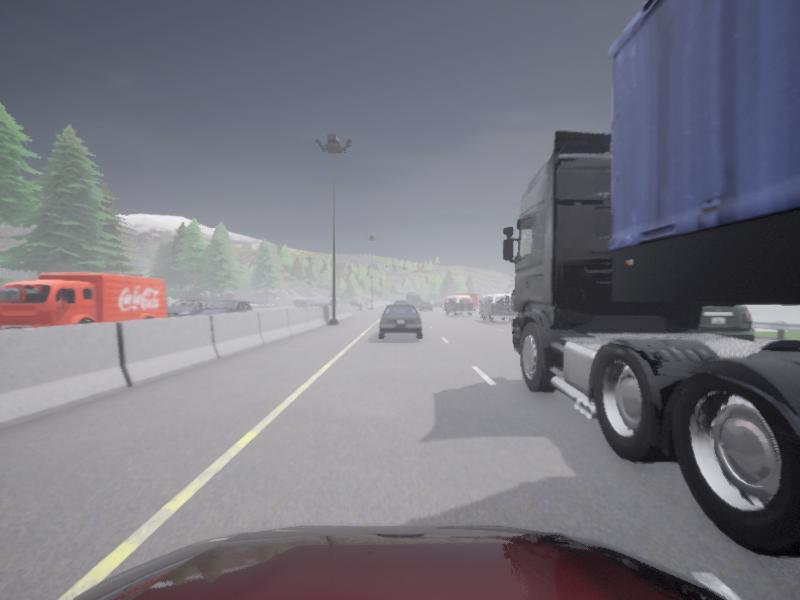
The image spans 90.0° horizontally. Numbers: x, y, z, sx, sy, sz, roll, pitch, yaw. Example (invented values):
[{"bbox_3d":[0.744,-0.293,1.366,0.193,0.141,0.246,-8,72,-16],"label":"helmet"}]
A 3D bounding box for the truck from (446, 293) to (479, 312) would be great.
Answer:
[{"bbox_3d":[8.445,0.326,54.511,2.627,2.467,5.204,0,0,-13],"label":"truck"}]

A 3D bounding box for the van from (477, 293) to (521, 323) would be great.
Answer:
[{"bbox_3d":[7.064,0.555,29.074,2.069,2.038,4.480,0,0,0],"label":"van"}]

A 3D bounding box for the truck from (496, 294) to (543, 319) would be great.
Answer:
[{"bbox_3d":[10.582,0.522,36.014,2.390,2.098,6.274,0,0,0],"label":"truck"}]

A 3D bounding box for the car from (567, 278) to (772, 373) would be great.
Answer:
[{"bbox_3d":[7.013,0.561,11.471,2.150,2.045,5.566,0,0,0],"label":"car"}]

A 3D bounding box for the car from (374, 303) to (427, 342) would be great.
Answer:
[{"bbox_3d":[0.032,0.885,17.841,2.033,1.411,5.357,0,0,0],"label":"car"}]

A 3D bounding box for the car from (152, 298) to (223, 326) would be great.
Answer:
[{"bbox_3d":[-13.941,0.741,26.649,2.242,1.667,4.611,0,0,0],"label":"car"}]

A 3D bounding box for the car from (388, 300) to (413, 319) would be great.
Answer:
[{"bbox_3d":[0.083,0.809,35.261,2.038,1.542,4.974,0,0,0],"label":"car"}]

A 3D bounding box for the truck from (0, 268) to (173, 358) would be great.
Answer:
[{"bbox_3d":[-10.483,0.349,13.538,2.627,2.467,5.204,0,0,0],"label":"truck"}]

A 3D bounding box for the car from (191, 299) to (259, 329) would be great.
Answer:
[{"bbox_3d":[-10.447,0.764,24.394,2.033,1.649,4.856,0,0,0],"label":"car"}]

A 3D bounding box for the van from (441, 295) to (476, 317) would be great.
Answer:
[{"bbox_3d":[5.771,0.552,39.927,2.069,2.038,4.480,0,0,-12],"label":"van"}]

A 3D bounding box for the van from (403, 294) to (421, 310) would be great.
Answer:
[{"bbox_3d":[2.075,0.284,68.977,1.988,2.561,5.915,0,0,-9],"label":"van"}]

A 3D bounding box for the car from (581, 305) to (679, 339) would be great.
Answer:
[{"bbox_3d":[10.533,0.933,18.815,1.895,1.301,4.718,0,0,0],"label":"car"}]

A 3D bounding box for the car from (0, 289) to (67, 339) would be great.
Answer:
[{"bbox_3d":[-17.470,0.554,16.872,2.150,2.045,5.566,0,1,0],"label":"car"}]

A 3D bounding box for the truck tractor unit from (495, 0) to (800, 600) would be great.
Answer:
[{"bbox_3d":[3.419,-0.528,4.943,3.053,4.208,6.516,0,0,1],"label":"truck tractor unit"}]

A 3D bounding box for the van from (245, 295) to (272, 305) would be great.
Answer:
[{"bbox_3d":[-34.558,0.050,97.990,5.915,2.561,1.988,0,0,0],"label":"van"}]
